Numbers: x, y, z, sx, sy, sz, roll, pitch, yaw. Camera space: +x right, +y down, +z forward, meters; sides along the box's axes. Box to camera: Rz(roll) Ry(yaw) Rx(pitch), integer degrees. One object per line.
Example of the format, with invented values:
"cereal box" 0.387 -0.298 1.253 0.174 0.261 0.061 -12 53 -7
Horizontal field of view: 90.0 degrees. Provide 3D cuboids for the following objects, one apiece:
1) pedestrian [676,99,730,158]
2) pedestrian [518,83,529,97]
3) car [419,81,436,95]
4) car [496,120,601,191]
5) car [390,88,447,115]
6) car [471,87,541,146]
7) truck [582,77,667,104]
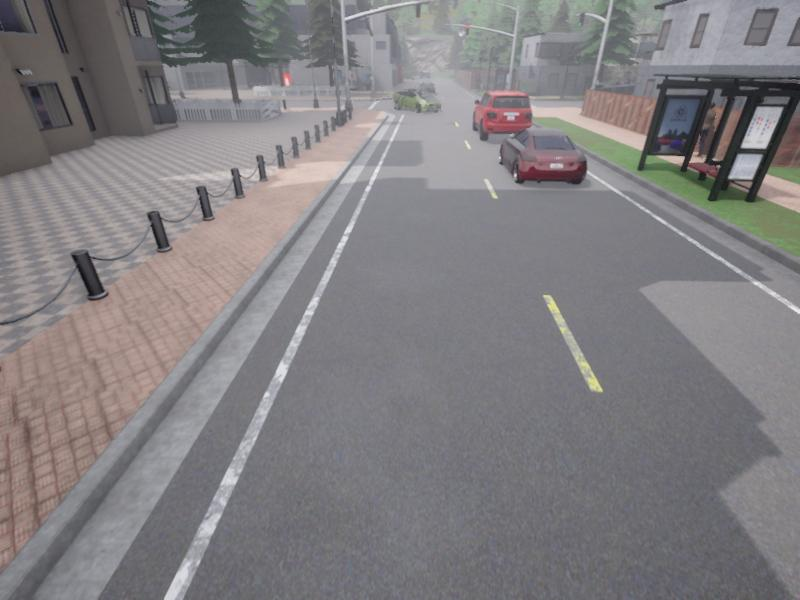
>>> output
"pedestrian" 10.724 -6.079 14.220 0.751 1.860 0.751 2 30 3
"pedestrian" 13.257 -22.495 42.830 0.751 1.300 0.751 -1 30 -2
"car" 3.467 -27.018 50.868 1.994 1.385 4.181 2 30 3
"car" 4.462 -4.767 12.808 1.994 1.385 4.181 2 30 3
"car" 1.302 -15.268 30.615 2.007 1.525 4.514 -18 35 -29
"car" 4.916 -9.089 19.529 2.150 2.045 5.566 2 30 3
"truck" 20.968 -19.701 37.605 6.274 2.098 2.390 -3 30 -5
